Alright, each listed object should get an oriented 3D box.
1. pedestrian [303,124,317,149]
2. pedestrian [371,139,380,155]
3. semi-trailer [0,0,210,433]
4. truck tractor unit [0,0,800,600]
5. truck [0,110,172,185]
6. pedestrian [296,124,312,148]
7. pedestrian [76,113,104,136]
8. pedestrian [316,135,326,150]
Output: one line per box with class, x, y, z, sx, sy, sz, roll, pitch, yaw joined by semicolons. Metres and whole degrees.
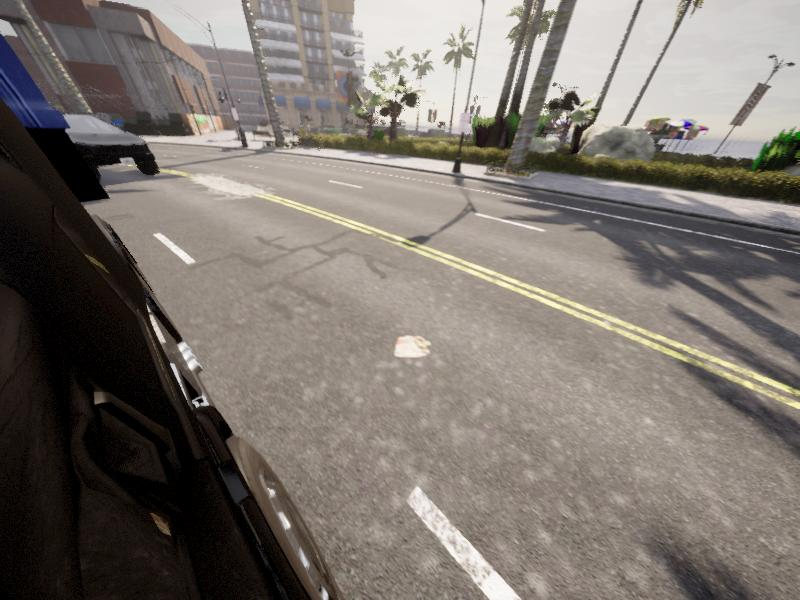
pedestrian;-8.504;-15.521;21.916;0.751;1.860;0.751;2;37;-1
pedestrian;-2.022;-12.792;19.331;0.500;1.100;0.500;22;41;23
semi-trailer;-9.216;-3.197;3.630;14.254;4.402;2.717;22;41;23
truck tractor unit;-2.645;-0.295;0.352;6.516;4.208;3.053;28;44;30
truck;-13.571;-6.541;9.734;6.274;2.098;2.390;15;38;16
pedestrian;-9.212;-15.728;22.146;0.751;1.860;0.751;18;39;19
pedestrian;-32.554;-18.460;24.290;0.751;1.860;0.751;-4;37;-9
pedestrian;-7.183;-14.302;21.011;0.500;1.100;0.500;23;41;25
